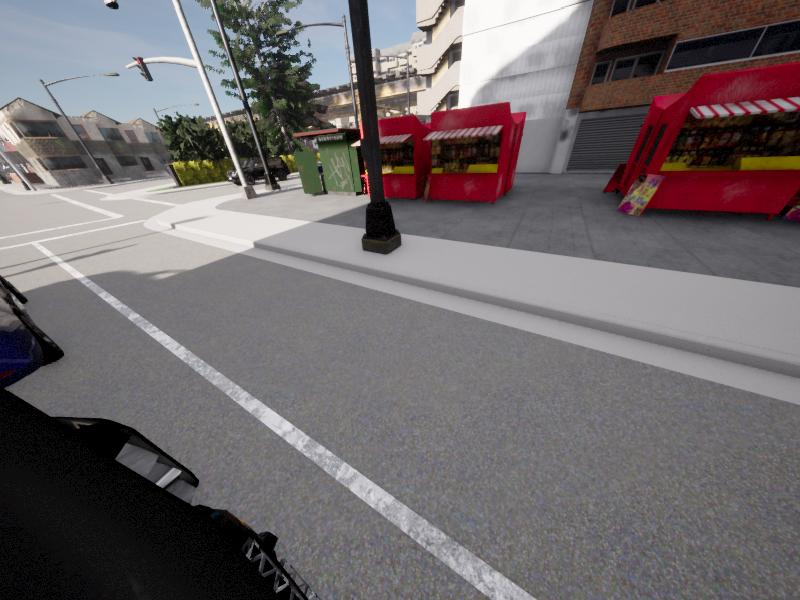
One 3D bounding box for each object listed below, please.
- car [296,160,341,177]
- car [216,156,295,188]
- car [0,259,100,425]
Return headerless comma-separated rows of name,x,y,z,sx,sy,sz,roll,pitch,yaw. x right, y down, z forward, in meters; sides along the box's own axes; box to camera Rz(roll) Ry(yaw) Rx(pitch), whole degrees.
car,-9.317,-15.288,26.771,1.895,1.301,4.718,15,38,27
car,-13.017,-11.963,21.371,2.150,2.045,5.566,15,38,27
car,-6.372,0.266,2.730,4.792,1.488,2.163,15,38,26
